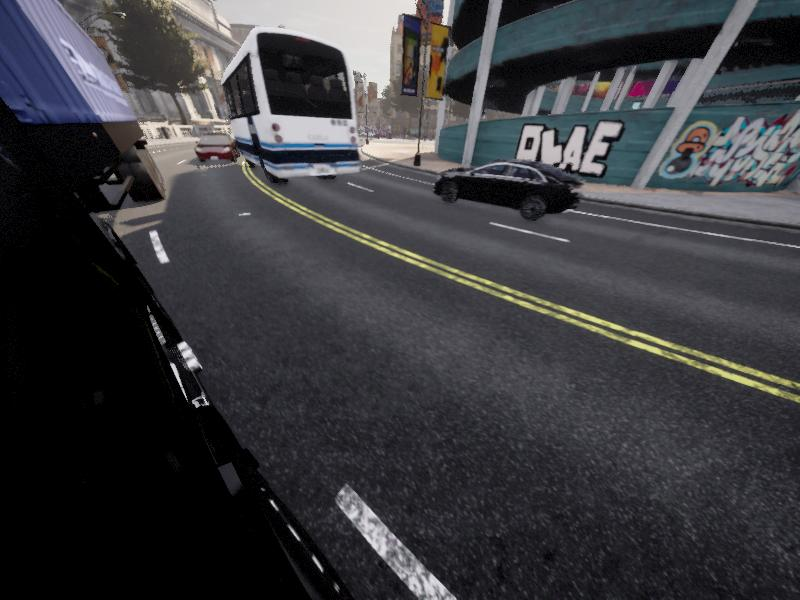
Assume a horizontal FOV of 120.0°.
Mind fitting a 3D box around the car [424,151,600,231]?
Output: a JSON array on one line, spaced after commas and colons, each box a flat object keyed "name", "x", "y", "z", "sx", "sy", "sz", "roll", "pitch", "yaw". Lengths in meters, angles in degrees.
[{"name": "car", "x": 3.530, "y": -4.039, "z": 8.038, "sx": 4.902, "sy": 1.511, "sz": 2.128, "roll": 27, "pitch": 43, "yaw": 29}]

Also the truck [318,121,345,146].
[{"name": "truck", "x": -9.211, "y": -22.786, "z": 31.640, "sx": 2.627, "sy": 2.467, "sz": 5.204, "roll": -2, "pitch": 37, "yaw": -6}]

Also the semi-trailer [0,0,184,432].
[{"name": "semi-trailer", "x": -7.885, "y": -4.051, "z": 4.900, "sx": 2.717, "sy": 4.402, "sz": 14.254, "roll": -25, "pitch": 45, "yaw": -31}]

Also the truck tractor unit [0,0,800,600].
[{"name": "truck tractor unit", "x": -2.645, "y": -0.295, "z": 0.351, "sx": 6.516, "sy": 4.208, "sz": 3.053, "roll": 28, "pitch": 44, "yaw": 30}]

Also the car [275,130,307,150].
[{"name": "car", "x": -11.799, "y": -17.649, "z": 25.368, "sx": 2.007, "sy": 1.525, "sz": 4.514, "roll": -4, "pitch": 37, "yaw": -9}]

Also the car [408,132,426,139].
[{"name": "car", "x": 4.826, "y": -47.239, "z": 66.227, "sx": 4.674, "sy": 1.442, "sz": 1.812, "roll": -1, "pitch": 37, "yaw": -5}]

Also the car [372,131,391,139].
[{"name": "car", "x": -4.501, "y": -40.410, "z": 56.537, "sx": 4.181, "sy": 1.385, "sz": 1.994, "roll": 4, "pitch": 37, "yaw": 2}]

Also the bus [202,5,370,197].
[{"name": "bus", "x": -5.850, "y": -8.415, "z": 11.027, "sx": 3.944, "sy": 4.253, "sz": 10.273, "roll": -22, "pitch": 42, "yaw": -29}]

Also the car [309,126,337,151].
[{"name": "car", "x": -8.456, "y": -18.296, "z": 26.008, "sx": 2.150, "sy": 2.045, "sz": 5.566, "roll": -3, "pitch": 37, "yaw": -8}]

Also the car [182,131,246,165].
[{"name": "car", "x": -12.053, "y": -10.205, "z": 15.386, "sx": 2.163, "sy": 1.488, "sz": 4.792, "roll": -12, "pitch": 39, "yaw": -19}]

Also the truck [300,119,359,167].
[{"name": "truck", "x": -5.151, "y": -11.378, "z": 16.571, "sx": 2.627, "sy": 2.467, "sz": 5.204, "roll": -15, "pitch": 41, "yaw": -23}]
